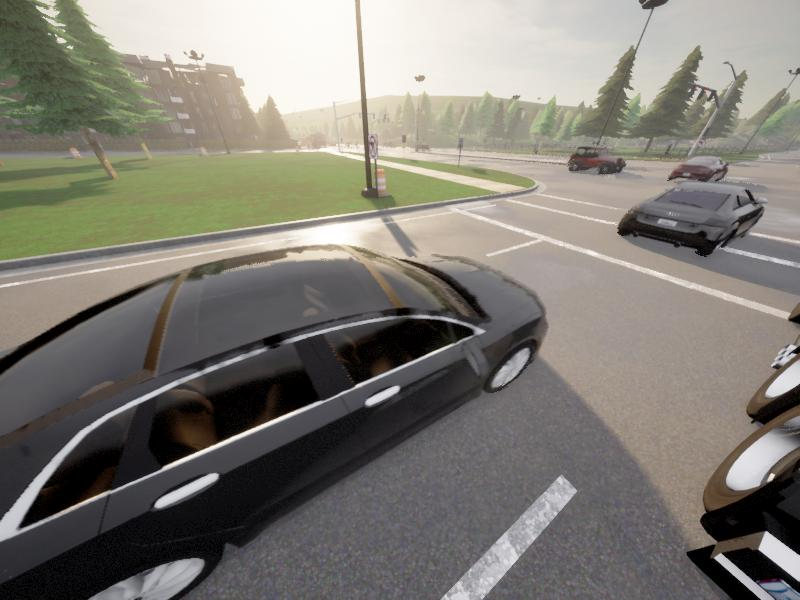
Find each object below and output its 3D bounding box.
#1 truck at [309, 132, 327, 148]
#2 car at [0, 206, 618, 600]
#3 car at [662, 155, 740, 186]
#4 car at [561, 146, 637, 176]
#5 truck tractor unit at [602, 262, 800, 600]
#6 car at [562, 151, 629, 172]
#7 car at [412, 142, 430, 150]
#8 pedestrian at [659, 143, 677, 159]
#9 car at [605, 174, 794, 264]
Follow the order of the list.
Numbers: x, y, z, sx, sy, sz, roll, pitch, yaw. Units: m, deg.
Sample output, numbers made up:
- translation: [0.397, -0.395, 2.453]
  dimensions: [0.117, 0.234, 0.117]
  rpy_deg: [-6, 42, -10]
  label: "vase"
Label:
- translation: [-26.217, -50.994, 73.675]
  dimensions: [2.891, 3.827, 8.468]
  rpy_deg: [-18, 39, -25]
  label: "truck"
- translation: [-0.594, 0.360, 2.167]
  dimensions: [4.892, 1.490, 1.837]
  rpy_deg: [-18, 39, -25]
  label: "car"
- translation: [19.875, -8.628, 15.267]
  dimensions: [4.674, 1.442, 1.812]
  rpy_deg: [-18, 39, -24]
  label: "car"
- translation: [16.113, -11.501, 18.973]
  dimensions: [1.905, 1.878, 3.866]
  rpy_deg: [-18, 39, -24]
  label: "car"
- translation: [5.107, -0.305, 0.787]
  dimensions: [6.516, 4.208, 3.053]
  rpy_deg: [-18, 39, -24]
  label: "truck tractor unit"
- translation: [18.260, -13.175, 21.849]
  dimensions: [1.994, 1.385, 4.181]
  rpy_deg: [-18, 39, -24]
  label: "car"
- translation: [5.382, -39.727, 59.638]
  dimensions: [1.930, 1.638, 5.238]
  rpy_deg: [-18, 39, -24]
  label: "car"
- translation: [36.964, -20.587, 31.888]
  dimensions: [0.751, 1.860, 0.751]
  rpy_deg: [-16, 38, -22]
  label: "pedestrian"
- translation: [8.211, -2.469, 6.404]
  dimensions: [4.181, 1.385, 1.994]
  rpy_deg: [-18, 39, -24]
  label: "car"
